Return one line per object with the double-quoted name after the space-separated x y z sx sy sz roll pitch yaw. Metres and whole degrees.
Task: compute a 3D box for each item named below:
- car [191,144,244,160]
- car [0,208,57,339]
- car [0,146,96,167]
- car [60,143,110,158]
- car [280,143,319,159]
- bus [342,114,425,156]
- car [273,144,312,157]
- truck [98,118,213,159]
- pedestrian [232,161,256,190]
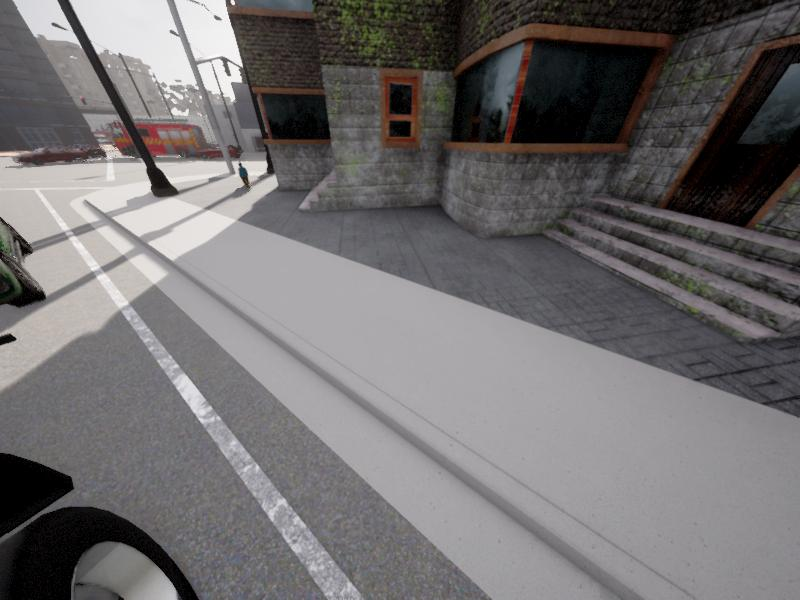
-21.010 -17.166 26.772 4.193 1.474 1.816 -6 36 -8 "car"
-8.025 -0.961 3.445 5.566 2.045 2.150 22 41 28 "car"
-32.505 -13.453 21.532 1.812 1.442 4.674 6 35 9 "car"
-39.902 -19.016 29.316 4.974 1.542 2.038 14 37 20 "car"
-12.033 -18.085 28.027 3.806 1.475 1.970 -6 36 -8 "car"
-2.241 -22.307 31.321 10.273 4.253 3.944 -7 36 -7 "bus"
-14.181 -19.862 30.668 4.181 1.385 1.994 -6 36 -8 "car"
-28.823 -19.408 27.925 8.468 3.827 2.891 -6 36 -8 "truck"
-7.180 -5.739 10.642 0.500 1.100 0.500 -27 43 -33 "pedestrian"
